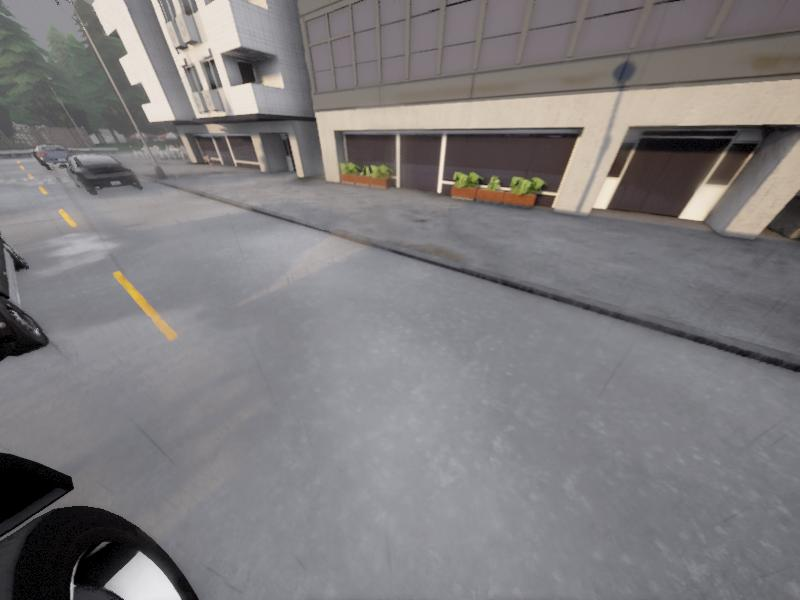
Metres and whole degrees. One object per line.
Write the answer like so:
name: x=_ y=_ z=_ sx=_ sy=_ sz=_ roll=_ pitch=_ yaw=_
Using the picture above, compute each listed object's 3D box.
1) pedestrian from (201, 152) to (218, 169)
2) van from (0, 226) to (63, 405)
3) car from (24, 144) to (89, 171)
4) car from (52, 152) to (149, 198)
pedestrian: x=-15.011 y=-10.943 z=18.177 sx=0.500 sy=1.100 sz=0.500 roll=19 pitch=39 yaw=25
van: x=-6.848 y=-0.684 z=2.617 sx=5.915 sy=2.561 sz=1.988 roll=22 pitch=41 yaw=28
car: x=-28.826 y=-12.057 z=19.372 sx=5.027 sy=1.651 sz=2.152 roll=22 pitch=41 yaw=28
car: x=-14.925 y=-6.349 z=11.498 sx=4.892 sy=1.490 sz=1.837 roll=22 pitch=41 yaw=28
